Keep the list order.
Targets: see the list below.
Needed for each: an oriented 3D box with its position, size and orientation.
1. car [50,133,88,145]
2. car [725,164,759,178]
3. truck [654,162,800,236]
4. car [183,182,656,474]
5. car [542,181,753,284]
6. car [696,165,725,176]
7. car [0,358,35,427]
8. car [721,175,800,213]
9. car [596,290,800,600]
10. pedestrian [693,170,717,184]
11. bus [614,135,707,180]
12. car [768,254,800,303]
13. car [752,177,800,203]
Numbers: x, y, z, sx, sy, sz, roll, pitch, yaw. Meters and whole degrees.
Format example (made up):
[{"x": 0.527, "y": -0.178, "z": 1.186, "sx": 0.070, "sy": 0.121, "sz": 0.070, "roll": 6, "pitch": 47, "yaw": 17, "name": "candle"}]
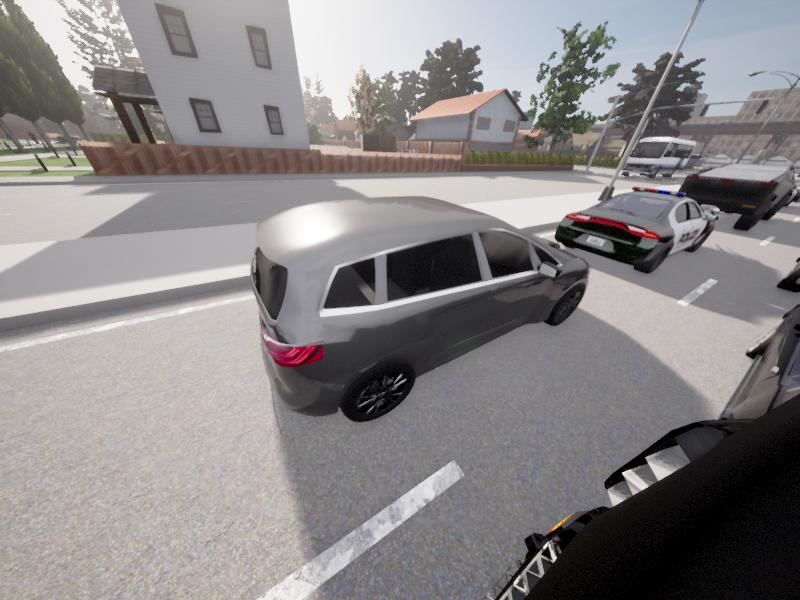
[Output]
[{"x": -61.871, "y": -30.133, "z": 43.228, "sx": 4.856, "sy": 1.649, "sz": 2.033, "roll": 12, "pitch": 35, "yaw": 14, "name": "car"}, {"x": 57.912, "y": -21.830, "z": 39.110, "sx": 4.553, "sy": 1.767, "sz": 2.097, "roll": -16, "pitch": 38, "yaw": -25, "name": "car"}, {"x": 14.113, "y": -4.464, "z": 9.699, "sx": 6.274, "sy": 2.098, "sz": 2.390, "roll": -16, "pitch": 38, "yaw": -25, "name": "truck"}, {"x": 0.588, "y": -0.463, "z": 3.130, "sx": 4.611, "sy": 1.667, "sz": 2.242, "roll": -16, "pitch": 38, "yaw": -26, "name": "car"}, {"x": 6.499, "y": -2.078, "z": 6.095, "sx": 4.974, "sy": 1.542, "sz": 2.038, "roll": -16, "pitch": 38, "yaw": -26, "name": "car"}, {"x": 56.077, "y": -23.381, "z": 41.665, "sx": 4.181, "sy": 1.385, "sz": 1.994, "roll": -16, "pitch": 38, "yaw": -25, "name": "car"}, {"x": -5.561, "y": 1.313, "z": 0.115, "sx": 5.366, "sy": 1.575, "sz": 1.801, "roll": -16, "pitch": 38, "yaw": -25, "name": "car"}, {"x": 21.743, "y": -6.389, "z": 13.634, "sx": 4.974, "sy": 1.542, "sz": 2.038, "roll": -16, "pitch": 38, "yaw": -26, "name": "car"}, {"x": 3.824, "y": 1.010, "z": 1.489, "sx": 4.718, "sy": 1.301, "sz": 1.895, "roll": -16, "pitch": 38, "yaw": -26, "name": "car"}, {"x": 32.755, "y": -13.209, "z": 24.804, "sx": 0.751, "sy": 1.300, "sz": 0.751, "roll": -2, "pitch": 34, "yaw": -7, "name": "pedestrian"}, {"x": 33.009, "y": -17.952, "z": 29.319, "sx": 10.273, "sy": 4.253, "sz": 3.944, "roll": -16, "pitch": 38, "yaw": -26, "name": "bus"}, {"x": 9.827, "y": -0.894, "z": 4.317, "sx": 4.553, "sy": 1.767, "sz": 2.097, "roll": -16, "pitch": 38, "yaw": -25, "name": "car"}, {"x": 28.655, "y": -8.248, "z": 17.123, "sx": 4.718, "sy": 1.301, "sz": 1.895, "roll": -16, "pitch": 38, "yaw": -25, "name": "car"}]
